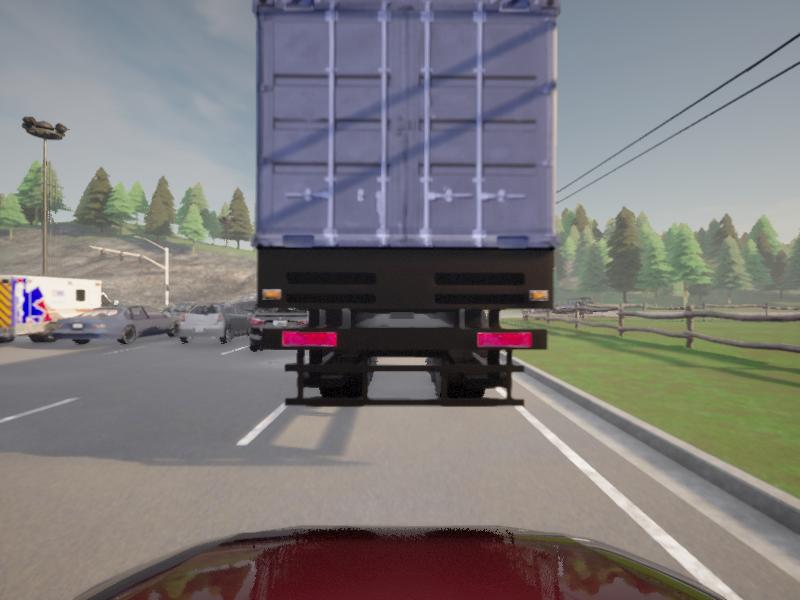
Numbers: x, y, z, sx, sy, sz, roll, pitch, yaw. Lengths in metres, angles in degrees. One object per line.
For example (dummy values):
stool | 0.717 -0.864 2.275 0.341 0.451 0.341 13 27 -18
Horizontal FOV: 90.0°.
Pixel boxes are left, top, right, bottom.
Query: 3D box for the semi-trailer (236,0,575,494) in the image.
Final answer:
semi-trailer | 0.044 -0.620 10.358 2.717 4.402 14.254 0 0 0

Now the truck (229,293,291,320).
truck | -12.097 0.547 34.298 6.274 2.098 2.390 0 -1 43

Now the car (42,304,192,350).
car | -10.465 0.897 15.498 2.033 1.411 5.357 0 0 0

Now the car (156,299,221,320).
car | -17.621 0.777 33.301 5.238 1.638 1.930 0 -1 24

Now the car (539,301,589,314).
car | 18.787 0.843 46.097 4.902 1.511 2.128 0 0 1

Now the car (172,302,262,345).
car | -6.967 0.827 15.697 1.845 1.501 3.633 0 0 0

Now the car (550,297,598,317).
car | 16.922 0.648 39.107 3.866 1.878 1.905 -1 0 0

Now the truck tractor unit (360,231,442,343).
truck tractor unit | 0.035 -0.495 18.277 3.053 4.208 6.516 0 0 0

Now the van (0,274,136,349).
van | -13.965 0.381 16.207 2.351 2.431 6.366 0 0 0

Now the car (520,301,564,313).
car | 17.543 0.852 49.605 4.892 1.490 1.837 0 0 0

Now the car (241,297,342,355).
car | -3.473 0.758 13.849 2.242 1.667 4.611 0 0 0
